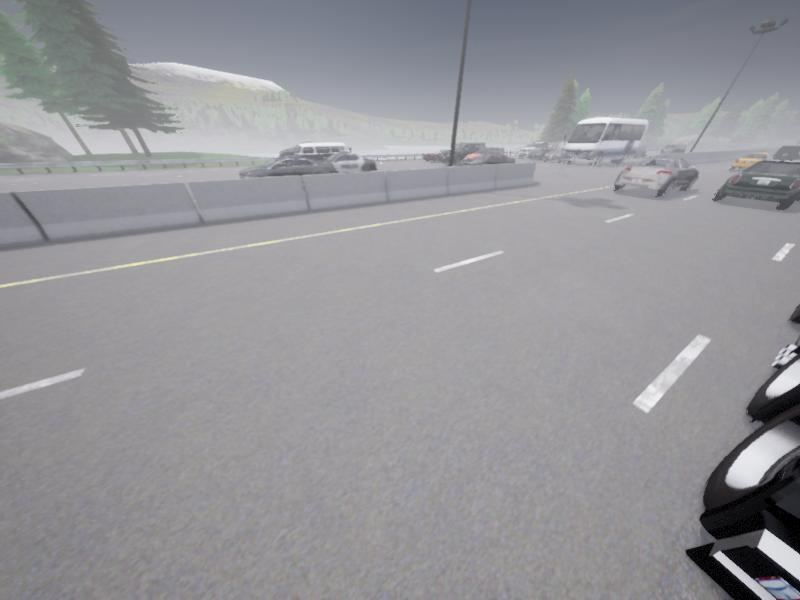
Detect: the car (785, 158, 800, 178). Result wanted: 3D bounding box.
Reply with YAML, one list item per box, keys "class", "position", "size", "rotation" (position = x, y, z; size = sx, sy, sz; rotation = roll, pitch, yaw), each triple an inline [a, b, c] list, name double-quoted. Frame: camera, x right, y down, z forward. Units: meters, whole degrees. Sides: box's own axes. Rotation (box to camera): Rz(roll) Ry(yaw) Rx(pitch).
- class: "car"
  position: [32.828, -10.510, 18.088]
  size: [3.806, 1.475, 1.970]
  rotation: [-18, 39, -24]

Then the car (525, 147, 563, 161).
- class: "car"
  position: [19.784, -20.132, 31.761]
  size: [4.514, 1.525, 2.007]
  rotation: [-18, 39, -24]

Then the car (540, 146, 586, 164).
- class: "car"
  position: [20.246, -18.014, 28.638]
  size: [5.027, 1.651, 2.152]
  rotation: [-18, 39, -24]

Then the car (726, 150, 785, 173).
- class: "car"
  position: [33.066, -12.940, 21.491]
  size: [5.366, 1.575, 1.801]
  rotation: [-18, 39, -24]

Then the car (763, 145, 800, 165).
- class: "car"
  position: [46.471, -17.432, 27.785]
  size: [3.866, 1.878, 1.905]
  rotation: [-18, 39, -24]

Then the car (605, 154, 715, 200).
- class: "car"
  position: [13.807, -6.686, 12.305]
  size: [5.027, 1.651, 2.152]
  rotation: [-18, 39, -24]

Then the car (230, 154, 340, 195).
- class: "car"
  position: [-6.172, -7.058, 12.769]
  size: [4.902, 1.511, 2.128]
  rotation: [-18, 39, -24]

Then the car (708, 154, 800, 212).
- class: "car"
  position: [16.625, -5.365, 10.280]
  size: [4.553, 1.767, 2.097]
  rotation: [-18, 39, -24]

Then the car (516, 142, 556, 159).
- class: "car"
  position: [20.813, -22.990, 35.420]
  size: [5.566, 2.045, 2.150]
  rotation: [-18, 39, -24]

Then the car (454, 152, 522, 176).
- class: "car"
  position: [7.319, -11.404, 19.230]
  size: [5.357, 1.411, 2.033]
  rotation: [-18, 39, -24]

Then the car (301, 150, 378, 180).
- class: "car"
  position: [-4.312, -9.983, 16.966]
  size: [4.974, 1.542, 2.038]
  rotation: [-18, 39, -24]

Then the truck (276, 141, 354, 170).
- class: "truck"
  position: [-7.823, -13.685, 21.764]
  size: [6.274, 2.098, 2.390]
  rotation: [-18, 39, -24]

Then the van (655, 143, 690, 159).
- class: "van"
  position: [41.852, -22.891, 35.510]
  size: [4.442, 1.987, 1.775]
  rotation: [-18, 39, -24]

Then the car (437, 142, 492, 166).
- class: "car"
  position: [7.128, -16.224, 25.585]
  size: [5.566, 2.045, 2.150]
  rotation: [-18, 39, -24]

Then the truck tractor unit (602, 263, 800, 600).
- class: "truck tractor unit"
  position: [5.111, -0.301, 0.781]
  size: [6.516, 4.208, 3.053]
  rotation: [-18, 39, -24]

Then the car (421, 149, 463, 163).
- class: "car"
  position: [5.148, -17.581, 28.174]
  size: [4.718, 1.301, 1.895]
  rotation: [-18, 39, -24]

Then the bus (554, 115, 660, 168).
- class: "bus"
  position: [22.945, -17.586, 25.737]
  size: [10.273, 4.253, 3.944]
  rotation: [-18, 39, -24]

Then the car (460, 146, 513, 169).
- class: "car"
  position: [8.592, -14.291, 23.038]
  size: [4.553, 1.767, 2.097]
  rotation: [-18, 39, -24]

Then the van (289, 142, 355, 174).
- class: "van"
  position: [-6.360, -11.831, 19.161]
  size: [4.480, 2.038, 2.069]
  rotation: [-18, 39, -24]
